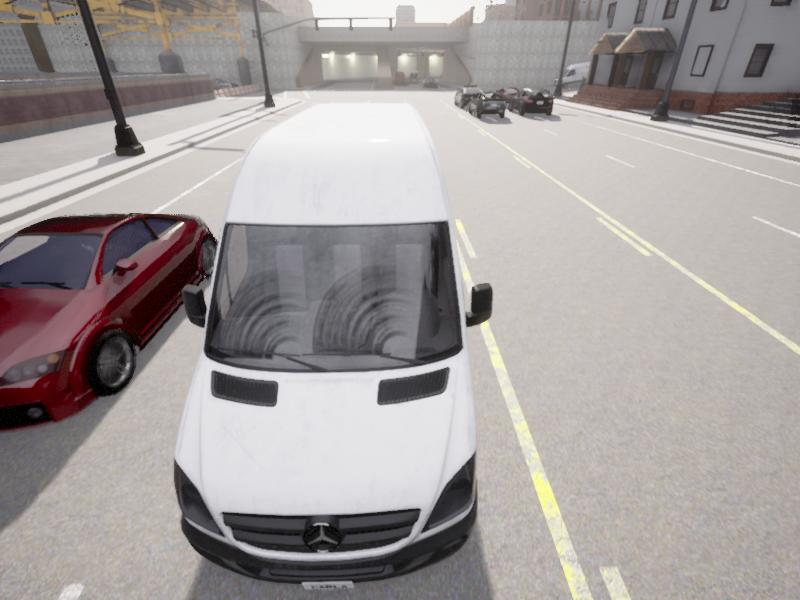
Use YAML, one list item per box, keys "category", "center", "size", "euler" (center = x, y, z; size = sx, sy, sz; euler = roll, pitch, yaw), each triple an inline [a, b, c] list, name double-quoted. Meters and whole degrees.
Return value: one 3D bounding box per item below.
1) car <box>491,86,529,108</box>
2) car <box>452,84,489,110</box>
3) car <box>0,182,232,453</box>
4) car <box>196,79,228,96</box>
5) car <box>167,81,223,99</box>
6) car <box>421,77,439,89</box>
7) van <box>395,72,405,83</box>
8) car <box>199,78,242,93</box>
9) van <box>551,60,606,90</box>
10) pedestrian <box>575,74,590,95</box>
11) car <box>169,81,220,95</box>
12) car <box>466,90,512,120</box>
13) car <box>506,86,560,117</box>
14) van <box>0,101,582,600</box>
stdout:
- category: "car"
  center: [9.412, -17.677, 34.753]
  size: [1.812, 1.442, 4.674]
  euler: [-1, 30, -2]
- category: "car"
  center: [5.826, -17.093, 33.560]
  size: [1.930, 1.638, 5.238]
  euler: [-1, 30, -2]
- category: "car"
  center: [-3.993, -0.260, 5.079]
  size: [1.994, 1.385, 4.181]
  euler: [-1, 30, -1]
- category: "car"
  center: [-22.716, -25.672, 48.267]
  size: [2.038, 1.542, 4.974]
  euler: [-21, 36, -32]
- category: "car"
  center: [-22.610, -23.344, 44.291]
  size: [2.038, 1.542, 4.974]
  euler: [25, 38, 36]
- category: "car"
  center: [4.572, -33.516, 61.719]
  size: [2.038, 1.542, 4.974]
  euler: [-2, 30, -4]
- category: "van"
  center: [-0.047, -45.559, 81.839]
  size: [1.775, 1.987, 4.442]
  euler: [-1, 30, -2]
- category: "car"
  center: [-23.617, -28.374, 52.883]
  size: [2.038, 1.542, 4.974]
  euler: [15, 33, 23]
- category: "van"
  center: [22.414, -28.381, 50.479]
  size: [5.915, 2.561, 1.988]
  euler: [-8, 30, 3]
- category: "pedestrian"
  center: [18.638, -22.034, 40.885]
  size: [0.751, 1.860, 0.751]
  euler: [-10, 32, -17]
- category: "car"
  center: [-22.645, -23.461, 44.178]
  size: [1.853, 1.218, 4.536]
  euler: [25, 38, 36]
- category: "car"
  center: [5.969, -13.465, 27.473]
  size: [2.007, 1.525, 4.514]
  euler: [-1, 30, -1]
- category: "car"
  center: [9.433, -14.362, 28.865]
  size: [2.242, 1.667, 4.611]
  euler: [0, 30, -1]
- category: "van"
  center: [-0.487, -0.560, 4.433]
  size: [1.988, 2.561, 5.915]
  euler: [-1, 30, -1]
